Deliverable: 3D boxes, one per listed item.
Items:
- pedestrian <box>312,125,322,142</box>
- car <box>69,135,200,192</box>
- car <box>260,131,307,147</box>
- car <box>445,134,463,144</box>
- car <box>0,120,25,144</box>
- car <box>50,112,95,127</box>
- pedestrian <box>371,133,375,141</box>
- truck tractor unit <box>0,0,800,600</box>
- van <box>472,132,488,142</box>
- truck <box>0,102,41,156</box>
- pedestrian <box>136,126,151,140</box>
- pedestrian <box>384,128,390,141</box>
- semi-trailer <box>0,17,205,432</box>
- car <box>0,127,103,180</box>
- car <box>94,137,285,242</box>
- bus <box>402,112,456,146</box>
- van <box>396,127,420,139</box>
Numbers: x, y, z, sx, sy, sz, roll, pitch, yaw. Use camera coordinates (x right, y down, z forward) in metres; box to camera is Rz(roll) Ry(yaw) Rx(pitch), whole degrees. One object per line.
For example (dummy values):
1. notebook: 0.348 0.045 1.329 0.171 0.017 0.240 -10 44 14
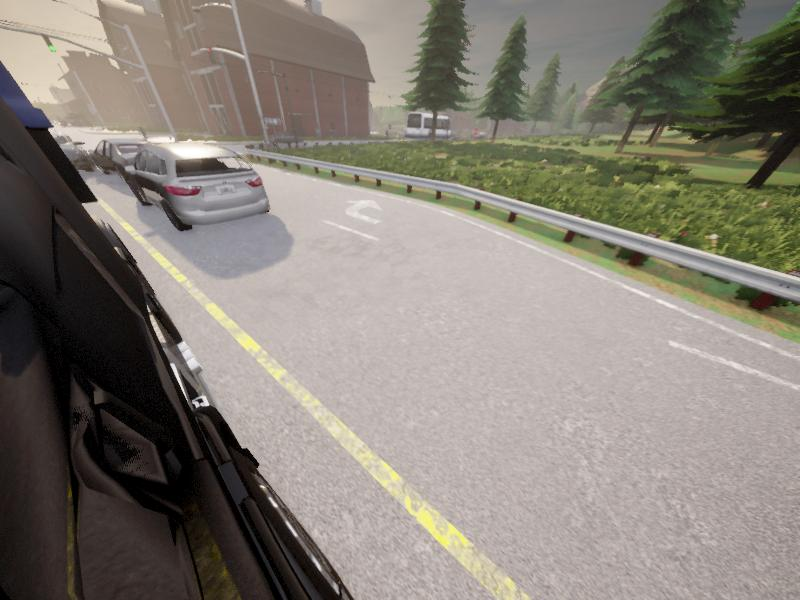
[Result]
1. pedestrian: -11.727 -23.603 32.740 0.751 1.860 0.751 26 43 28
2. car: -11.123 -5.890 9.667 5.357 1.411 2.033 24 41 25
3. car: -13.084 -18.305 26.254 1.994 1.385 4.181 27 43 28
4. car: 10.987 -32.567 46.818 1.845 1.501 3.633 27 43 28
5. car: -32.316 -13.456 18.449 4.181 1.385 1.994 26 42 28
6. car: -56.744 -31.363 40.162 3.866 1.878 1.905 -3 43 -4
7. pedestrian: -4.712 -28.210 40.013 0.500 1.100 0.500 23 41 25
8. truck tractor unit: -2.645 -0.295 0.351 6.516 4.208 3.053 28 44 30
9. van: 21.669 -43.948 62.356 2.069 2.038 4.480 27 43 28
10. truck: -24.944 -10.328 13.836 5.204 2.467 2.627 26 42 28
11. pedestrian: -26.517 -17.297 23.895 0.500 1.100 0.500 -1 37 -5
12. pedestrian: -2.356 -30.103 42.070 0.751 1.860 0.751 26 42 28
13. semi-trailer: -8.933 -3.433 3.984 14.254 4.402 2.717 25 42 27
14. car: -15.556 -6.685 10.352 4.902 1.511 2.128 30 44 32
15. car: -5.740 -3.342 6.369 4.611 1.667 2.242 26 42 28
16. bus: 5.179 -29.488 40.032 3.944 4.253 10.273 27 43 28
17. van: 2.182 -46.978 64.816 6.366 2.431 2.351 26 42 27
